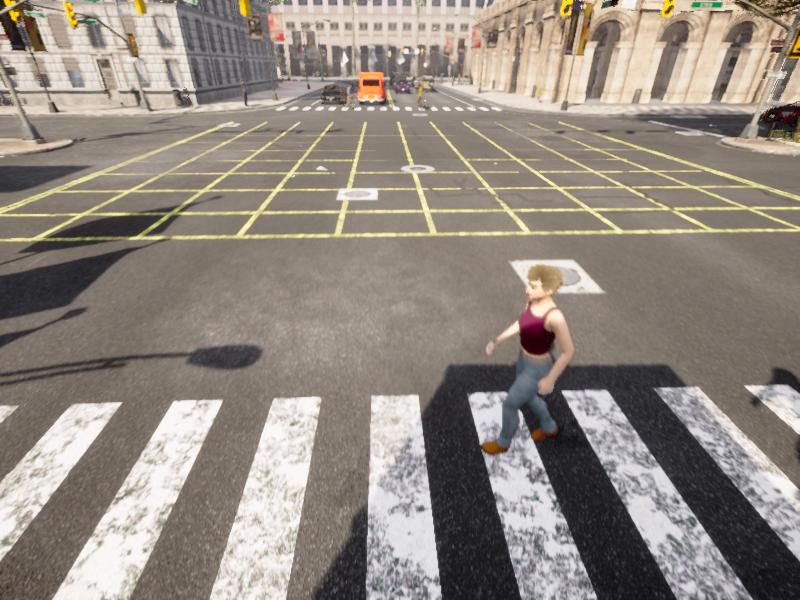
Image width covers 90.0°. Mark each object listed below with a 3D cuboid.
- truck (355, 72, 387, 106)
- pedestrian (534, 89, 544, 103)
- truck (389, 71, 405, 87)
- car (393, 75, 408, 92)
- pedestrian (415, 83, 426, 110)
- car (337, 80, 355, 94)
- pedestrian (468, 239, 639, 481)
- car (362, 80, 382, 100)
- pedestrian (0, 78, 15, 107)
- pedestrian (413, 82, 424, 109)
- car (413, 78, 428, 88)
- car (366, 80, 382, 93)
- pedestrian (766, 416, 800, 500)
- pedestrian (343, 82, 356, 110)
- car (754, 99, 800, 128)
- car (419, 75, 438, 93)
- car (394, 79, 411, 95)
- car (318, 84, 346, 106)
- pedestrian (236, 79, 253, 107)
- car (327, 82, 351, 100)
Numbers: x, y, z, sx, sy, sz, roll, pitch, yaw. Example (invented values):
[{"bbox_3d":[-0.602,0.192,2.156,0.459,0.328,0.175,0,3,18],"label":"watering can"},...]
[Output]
[{"bbox_3d":[-2.529,-18.833,35.630,2.627,2.467,5.204,-1,30,-2],"label":"truck"},{"bbox_3d":[12.529,-18.412,36.045,0.500,1.100,0.500,-1,30,-2],"label":"pedestrian"},{"bbox_3d":[-0.531,-37.175,67.271,2.390,2.098,6.274,-1,30,-2],"label":"truck"},{"bbox_3d":[0.051,-29.504,54.404,1.905,1.878,3.866,-1,30,-2],"label":"car"},{"bbox_3d":[1.566,-15.741,30.940,0.751,1.860,0.751,0,30,0],"label":"pedestrian"},{"bbox_3d":[-6.811,-27.176,50.890,1.994,1.385,4.181,-1,30,-3],"label":"car"},{"bbox_3d":[1.060,0.527,3.206,0.751,1.860,0.751,0,30,0],"label":"pedestrian"},{"bbox_3d":[-2.859,-22.053,41.924,1.930,1.638,5.238,-1,31,-2],"label":"car"},{"bbox_3d":[-30.144,-15.633,30.164,0.751,1.860,0.751,0,30,0],"label":"pedestrian"},{"bbox_3d":[1.454,-16.264,31.830,0.751,1.860,0.751,-4,31,-6],"label":"pedestrian"},{"bbox_3d":[3.197,-34.062,62.791,1.895,1.301,4.718,-1,30,-2],"label":"car"},{"bbox_3d":[-3.339,-27.647,51.725,1.994,1.385,4.181,-1,30,-2],"label":"car"},{"bbox_3d":[3.602,0.823,2.724,0.751,1.860,0.751,0,30,-1],"label":"pedestrian"},{"bbox_3d":[-3.906,-15.803,30.997,0.751,1.860,0.751,1,30,1],"label":"pedestrian"},{"bbox_3d":[24.340,-11.229,23.992,4.181,1.385,1.994,-1,30,-2],"label":"car"},{"bbox_3d":[3.641,-28.258,52.327,1.932,1.855,4.605,-1,30,-2],"label":"car"},{"bbox_3d":[0.272,-26.317,49.385,1.816,1.474,4.193,-1,30,-2],"label":"car"},{"bbox_3d":[-6.049,-18.546,36.061,1.837,1.490,4.892,-1,30,-2],"label":"car"},{"bbox_3d":[-12.034,-15.996,30.950,0.751,1.860,0.751,-2,30,-4],"label":"pedestrian"},{"bbox_3d":[-6.384,-22.154,42.307,2.033,1.411,5.357,-1,30,-2],"label":"car"}]
